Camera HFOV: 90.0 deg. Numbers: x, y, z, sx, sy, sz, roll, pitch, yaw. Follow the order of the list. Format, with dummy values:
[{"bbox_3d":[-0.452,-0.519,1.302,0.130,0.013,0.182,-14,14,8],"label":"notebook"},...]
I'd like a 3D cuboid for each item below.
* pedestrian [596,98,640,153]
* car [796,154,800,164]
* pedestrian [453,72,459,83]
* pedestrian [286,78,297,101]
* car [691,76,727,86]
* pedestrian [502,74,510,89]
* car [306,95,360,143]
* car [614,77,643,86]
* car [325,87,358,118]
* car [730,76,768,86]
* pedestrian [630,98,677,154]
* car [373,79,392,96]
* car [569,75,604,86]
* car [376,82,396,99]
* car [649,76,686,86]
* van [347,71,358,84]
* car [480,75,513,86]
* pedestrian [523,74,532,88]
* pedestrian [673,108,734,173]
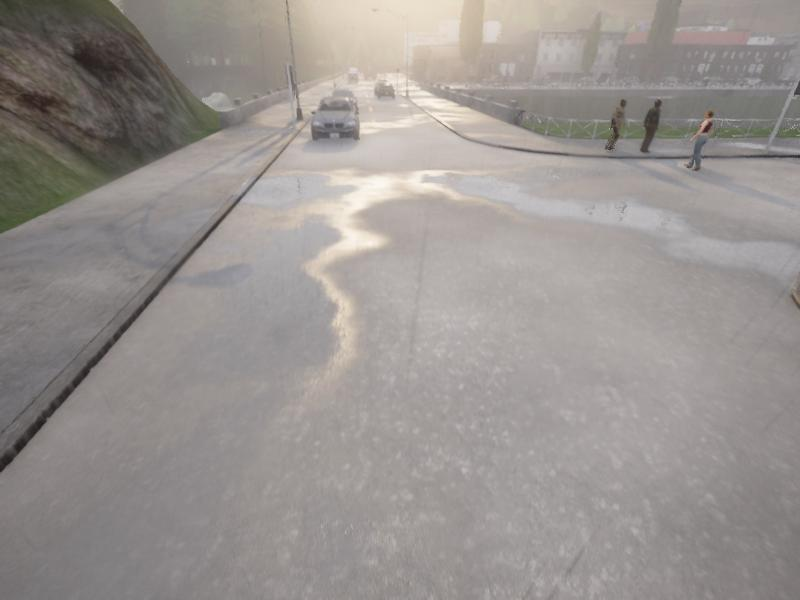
[{"bbox_3d":[8.392,-6.739,15.456,0.751,1.860,0.751,-10,32,-17],"label":"pedestrian"},{"bbox_3d":[16.708,-5.206,13.662,4.181,1.385,1.994,-3,30,-5],"label":"car"},{"bbox_3d":[11.209,-44.894,80.659,0.751,1.860,0.751,21,36,32],"label":"pedestrian"},{"bbox_3d":[-10.225,-19.943,37.874,0.751,1.860,0.751,-5,31,-10],"label":"pedestrian"},{"bbox_3d":[56.840,-40.326,73.678,4.856,1.649,2.033,-2,30,-5],"label":"car"},{"bbox_3d":[15.666,-32.320,59.221,0.751,1.860,0.751,-2,30,-4],"label":"pedestrian"},{"bbox_3d":[-3.124,-8.939,19.583,2.242,1.667,4.611,-2,30,-5],"label":"car"},{"bbox_3d":[41.318,-39.587,72.486,3.806,1.475,1.970,-2,30,-5],"label":"car"},{"bbox_3d":[-4.043,-14.102,28.433,2.033,1.649,4.856,-2,30,-5],"label":"car"},{"bbox_3d":[64.777,-40.638,74.328,4.974,1.542,2.038,-2,30,-5],"label":"car"},{"bbox_3d":[9.571,-6.580,15.178,0.751,1.860,0.751,-4,31,-8],"label":"pedestrian"},{"bbox_3d":[-2.143,-25.951,48.778,2.038,1.542,4.974,-2,30,-5],"label":"car"},{"bbox_3d":[33.454,-39.337,71.809,5.238,1.638,1.930,-2,30,-5],"label":"car"},{"bbox_3d":[-1.555,-22.603,43.121,1.816,1.474,4.193,-2,30,-5],"label":"car"},{"bbox_3d":[48.789,-39.984,73.036,5.238,1.638,1.930,-2,30,-5],"label":"car"},{"bbox_3d":[-9.223,-43.438,78.085,2.069,2.038,4.480,-2,30,-5],"label":"van"},{"bbox_3d":[16.923,-38.631,70.491,5.027,1.651,2.152,-2,30,-5],"label":"car"},{"bbox_3d":[19.678,-33.824,61.821,0.751,1.860,0.751,-1,30,-2],"label":"pedestrian"},{"bbox_3d":[9.897,-5.228,13.110,0.751,1.860,0.751,-10,32,-17],"label":"pedestrian"}]
